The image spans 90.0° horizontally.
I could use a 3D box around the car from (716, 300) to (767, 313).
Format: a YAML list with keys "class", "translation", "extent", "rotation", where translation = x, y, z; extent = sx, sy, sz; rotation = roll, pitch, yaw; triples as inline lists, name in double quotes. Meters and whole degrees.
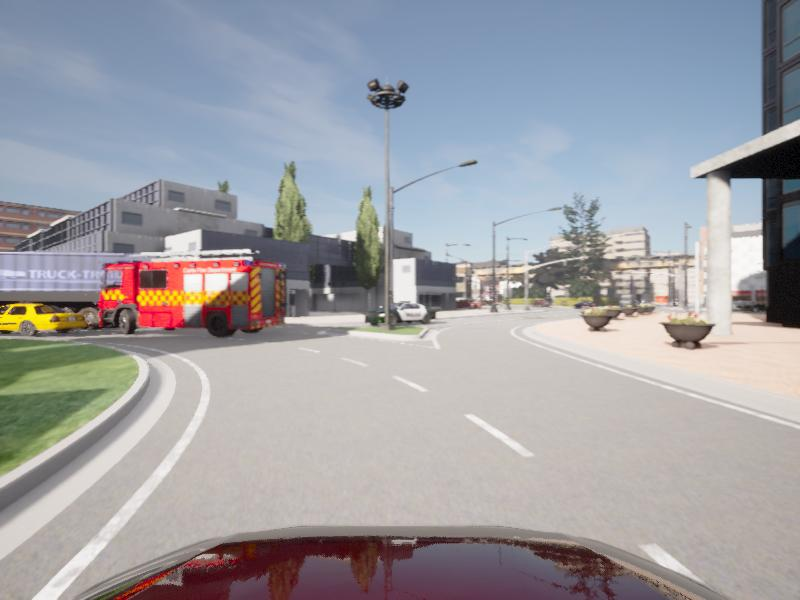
- class: "car"
  translation: [46.243, 0.797, 54.339]
  extent: [5.238, 1.638, 1.930]
  rotation: [1, 1, 39]

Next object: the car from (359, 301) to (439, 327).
- class: "car"
  translation: [0.010, 0.826, 25.734]
  extent: [4.974, 1.542, 2.038]
  rotation: [0, 0, -41]

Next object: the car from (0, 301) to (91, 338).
- class: "car"
  translation: [-17.533, 0.836, 18.476]
  extent: [5.366, 1.575, 1.801]
  rotation: [0, 0, 5]

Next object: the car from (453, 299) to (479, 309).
- class: "car"
  translation: [11.334, 0.723, 68.785]
  extent: [3.988, 1.617, 1.851]
  rotation: [0, 0, 39]

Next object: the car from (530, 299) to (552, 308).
- class: "car"
  translation: [27.934, 0.717, 79.350]
  extent: [2.033, 1.649, 4.856]
  rotation: [0, 0, -7]

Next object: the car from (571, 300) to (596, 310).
- class: "car"
  translation: [28.006, 0.783, 61.207]
  extent: [1.845, 1.501, 3.633]
  rotation: [0, 0, -7]

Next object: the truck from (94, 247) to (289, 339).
- class: "truck"
  translation: [-9.882, -0.310, 19.120]
  extent: [8.468, 3.827, 2.891]
  rotation: [0, 1, 15]

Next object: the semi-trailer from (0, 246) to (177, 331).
- class: "semi-trailer"
  translation: [-20.452, -0.593, 22.099]
  extent: [14.254, 4.402, 2.717]
  rotation: [0, -1, -6]

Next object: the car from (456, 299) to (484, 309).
- class: "car"
  translation: [12.666, 0.621, 72.240]
  extent: [4.553, 1.767, 2.097]
  rotation: [0, 0, 39]

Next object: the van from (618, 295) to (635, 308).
- class: "van"
  translation: [45.334, 0.239, 79.850]
  extent: [1.988, 2.561, 5.915]
  rotation: [0, 0, 39]

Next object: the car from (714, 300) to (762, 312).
- class: "car"
  translation: [48.213, 0.788, 57.236]
  extent: [5.238, 1.638, 1.930]
  rotation: [1, 0, 37]
